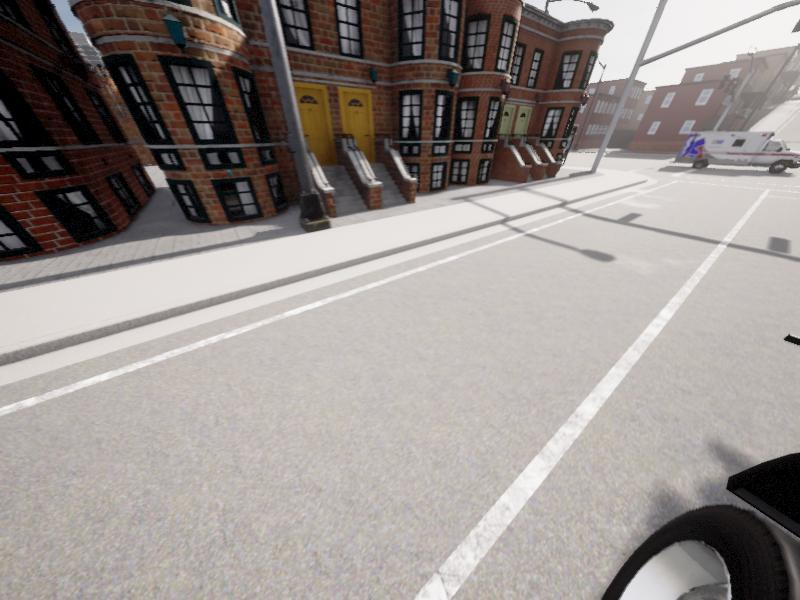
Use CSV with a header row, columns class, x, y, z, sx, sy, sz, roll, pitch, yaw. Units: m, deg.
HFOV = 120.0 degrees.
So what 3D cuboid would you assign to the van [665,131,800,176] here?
class,x,y,z,sx,sy,sz,roll,pitch,yaw
van,25.546,-11.244,17.520,2.351,2.431,6.366,-22,40,-27
